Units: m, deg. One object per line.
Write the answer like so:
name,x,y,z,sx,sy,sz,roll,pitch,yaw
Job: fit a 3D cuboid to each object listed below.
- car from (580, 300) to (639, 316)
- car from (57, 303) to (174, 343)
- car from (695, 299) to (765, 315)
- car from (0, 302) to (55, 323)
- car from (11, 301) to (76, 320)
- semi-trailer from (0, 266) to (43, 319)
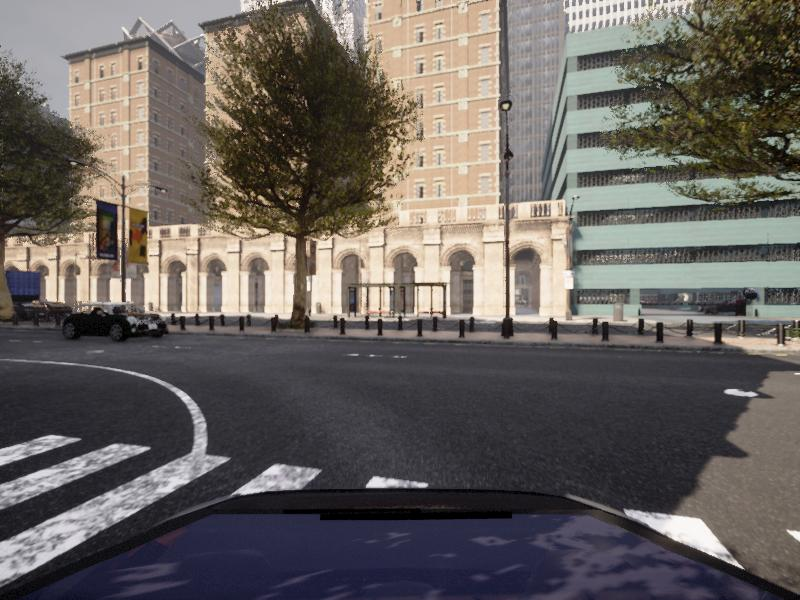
car,20.370,0.748,39.089,4.786,1.482,2.161,0,0,16
car,-11.606,0.854,16.401,3.806,1.475,1.970,0,0,16
car,32.652,0.705,39.766,4.902,1.511,2.128,0,0,16
car,-28.289,0.873,29.695,4.674,1.442,1.812,0,0,16
car,-30.173,0.867,33.887,4.892,1.490,1.837,0,0,17
semi-trailer,-39.230,-0.612,36.568,14.254,4.402,2.717,0,0,16
